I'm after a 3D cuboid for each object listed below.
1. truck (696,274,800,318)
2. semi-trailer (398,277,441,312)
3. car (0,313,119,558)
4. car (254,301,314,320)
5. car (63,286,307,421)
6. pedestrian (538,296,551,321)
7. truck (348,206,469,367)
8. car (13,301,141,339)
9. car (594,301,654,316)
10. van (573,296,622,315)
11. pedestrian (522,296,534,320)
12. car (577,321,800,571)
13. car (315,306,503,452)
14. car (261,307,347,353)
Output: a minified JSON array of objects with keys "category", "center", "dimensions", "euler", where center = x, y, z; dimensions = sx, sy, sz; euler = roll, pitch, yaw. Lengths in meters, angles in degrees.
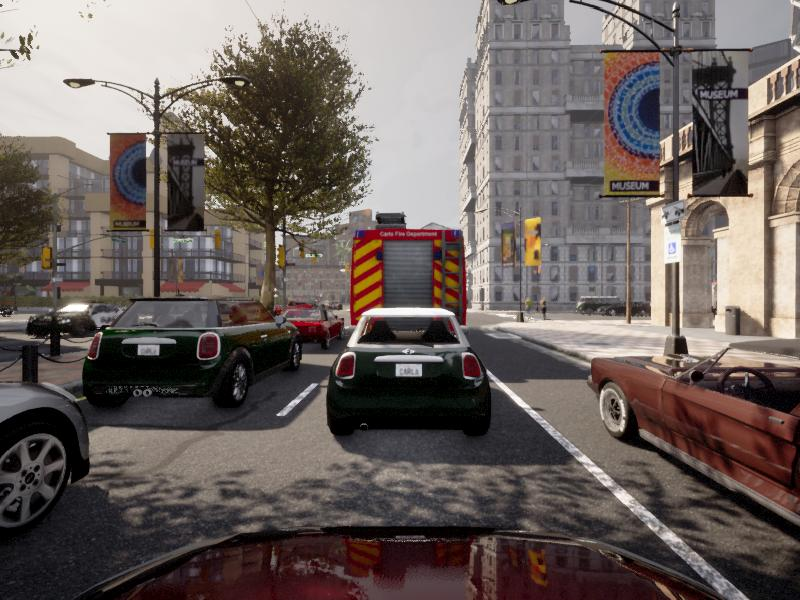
[{"category":"truck","center":[32.052,-0.321,36.052],"dimensions":[8.468,3.827,2.891],"euler":[0,0,1]},{"category":"semi-trailer","center":[2.403,-0.618,57.545],"dimensions":[2.717,4.402,14.254],"euler":[0,0,-12]},{"category":"car","center":[-3.473,0.853,1.600],"dimensions":[1.970,1.475,3.806],"euler":[0,0,1]},{"category":"car","center":[-9.860,0.829,34.316],"dimensions":[4.514,1.525,2.007],"euler":[0,0,-40]},{"category":"car","center":[-3.355,0.694,7.527],"dimensions":[2.097,1.767,4.553],"euler":[0,0,1]},{"category":"pedestrian","center":[10.845,0.637,30.102],"dimensions":[0.751,1.860,0.751],"euler":[0,0,3]},{"category":"truck","center":[0.274,-0.321,13.781],"dimensions":[2.891,3.827,8.468],"euler":[0,0,1]},{"category":"car","center":[-14.679,0.829,18.663],"dimensions":[2.038,1.542,4.974],"euler":[0,0,-2]},{"category":"car","center":[22.181,0.844,39.726],"dimensions":[4.892,1.490,1.837],"euler":[0,0,1]},{"category":"van","center":[21.300,0.599,43.240],"dimensions":[4.442,1.987,1.775],"euler":[0,0,1]},{"category":"pedestrian","center":[10.398,0.637,32.497],"dimensions":[0.751,1.860,0.751],"euler":[0,0,-3]},{"category":"car","center":[3.308,0.938,3.058],"dimensions":[1.895,1.301,4.718],"euler":[0,0,1]},{"category":"car","center":[0.119,0.853,6.110],"dimensions":[1.970,1.475,3.806],"euler":[0,0,1]},{"category":"car","center":[-3.218,0.944,14.445],"dimensions":[1.895,1.301,4.718],"euler":[0,0,1]}]
